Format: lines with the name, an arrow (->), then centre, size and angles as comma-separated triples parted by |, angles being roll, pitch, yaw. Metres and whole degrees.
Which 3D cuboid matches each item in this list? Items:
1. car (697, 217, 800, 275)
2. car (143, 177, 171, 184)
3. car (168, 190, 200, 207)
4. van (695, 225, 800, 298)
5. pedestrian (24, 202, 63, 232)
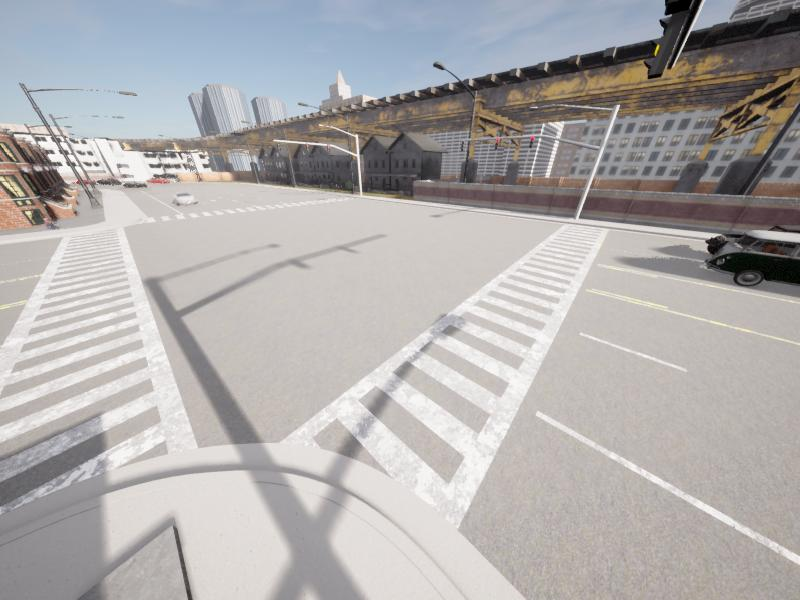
car -> 17.553, -2.545, 10.819 | 3.866, 1.878, 1.905 | 24, 38, 35
car -> -66.187, -32.491, 62.907 | 4.611, 1.667, 2.242 | -1, 30, -2
car -> -26.884, -12.633, 28.739 | 4.674, 1.442, 1.812 | 24, 38, 35
van -> 15.097, -1.334, 8.626 | 4.442, 1.987, 1.775 | 24, 38, 35
pedestrian -> -24.879, -5.805, 16.144 | 0.751, 1.860, 0.751 | 20, 36, 31
